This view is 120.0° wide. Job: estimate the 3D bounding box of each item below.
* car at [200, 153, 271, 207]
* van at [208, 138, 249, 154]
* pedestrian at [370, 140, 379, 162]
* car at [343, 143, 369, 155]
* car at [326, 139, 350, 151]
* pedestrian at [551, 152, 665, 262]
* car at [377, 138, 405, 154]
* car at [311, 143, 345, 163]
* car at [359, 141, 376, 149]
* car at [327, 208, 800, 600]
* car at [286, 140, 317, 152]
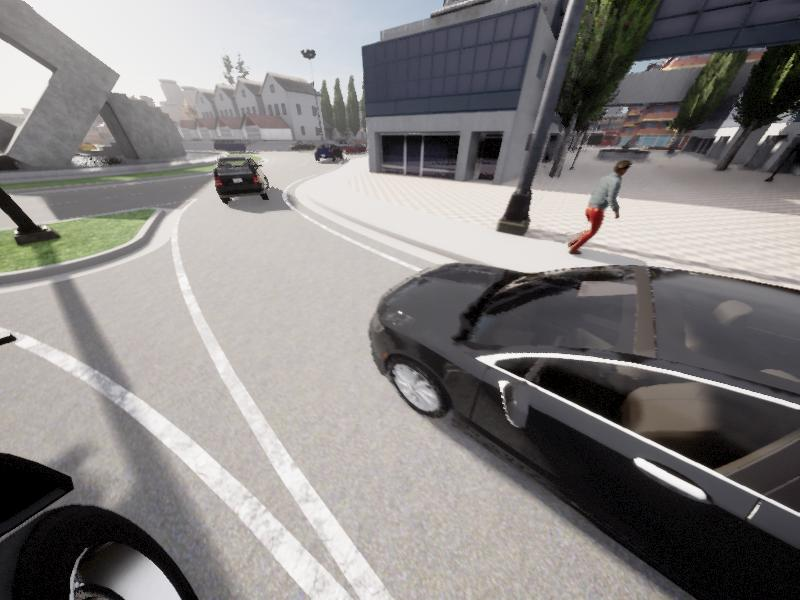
[{"bbox_3d":[-6.991,-5.478,10.274,1.789,1.549,3.705,-15,38,-19],"label":"car"},{"bbox_3d":[-26.966,-24.381,36.545,4.442,1.987,1.775,-10,37,-15],"label":"van"},{"bbox_3d":[-2.554,-15.152,23.463,0.751,1.860,0.751,1,35,1],"label":"pedestrian"},{"bbox_3d":[-7.066,-24.684,37.670,1.994,1.385,4.181,16,38,21],"label":"car"},{"bbox_3d":[-12.094,-30.264,45.090,1.905,1.878,3.866,29,44,34],"label":"car"},{"bbox_3d":[3.875,-1.778,4.547,0.751,1.860,0.751,3,35,4],"label":"pedestrian"},{"bbox_3d":[-1.381,-26.588,39.830,2.150,2.045,5.566,19,39,24],"label":"car"},{"bbox_3d":[-7.985,-16.669,26.077,2.152,1.651,5.027,1,35,1],"label":"car"},{"bbox_3d":[-7.682,-36.724,54.568,1.845,1.501,3.633,22,40,27],"label":"car"},{"bbox_3d":[1.847,0.637,1.718,4.892,1.490,1.837,25,42,32],"label":"car"},{"bbox_3d":[-18.611,-29.287,43.844,4.611,1.667,2.242,-28,44,-34],"label":"car"}]
